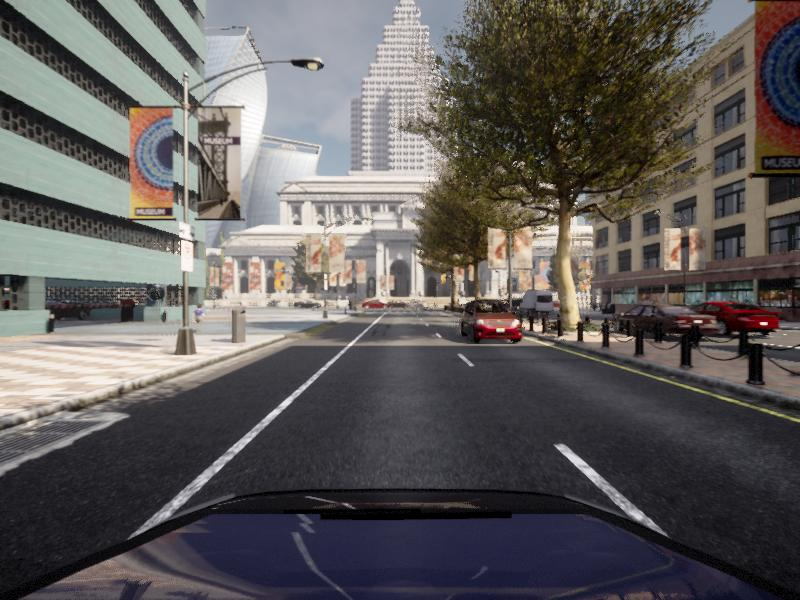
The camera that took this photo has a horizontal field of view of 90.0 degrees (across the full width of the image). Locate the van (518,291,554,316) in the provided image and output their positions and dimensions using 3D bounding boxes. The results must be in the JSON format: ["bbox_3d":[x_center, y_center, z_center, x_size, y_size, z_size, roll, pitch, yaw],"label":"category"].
[{"bbox_3d":[14.958,0.329,44.271,1.988,2.561,5.915,0,0,0],"label":"van"}]

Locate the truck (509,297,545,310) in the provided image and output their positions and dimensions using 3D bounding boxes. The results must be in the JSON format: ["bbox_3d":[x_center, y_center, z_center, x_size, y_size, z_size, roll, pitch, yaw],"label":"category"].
[{"bbox_3d":[21.921,0.548,68.814,6.274,2.098,2.390,0,0,-31],"label":"truck"}]

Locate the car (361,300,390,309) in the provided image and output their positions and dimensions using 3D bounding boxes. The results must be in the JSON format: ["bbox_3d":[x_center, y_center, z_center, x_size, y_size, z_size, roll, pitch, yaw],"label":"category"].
[{"bbox_3d":[-4.204,0.832,70.243,5.008,1.535,1.882,0,0,0],"label":"car"}]

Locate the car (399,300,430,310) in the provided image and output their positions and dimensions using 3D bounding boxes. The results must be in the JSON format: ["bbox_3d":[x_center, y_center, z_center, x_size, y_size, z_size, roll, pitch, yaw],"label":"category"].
[{"bbox_3d":[2.571,0.867,71.473,5.027,1.651,2.152,0,0,22],"label":"car"}]

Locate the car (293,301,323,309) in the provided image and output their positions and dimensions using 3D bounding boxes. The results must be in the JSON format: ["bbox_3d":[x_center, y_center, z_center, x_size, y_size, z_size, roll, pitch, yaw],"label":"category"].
[{"bbox_3d":[-16.137,0.873,70.277,4.902,1.511,2.128,0,0,0],"label":"car"}]

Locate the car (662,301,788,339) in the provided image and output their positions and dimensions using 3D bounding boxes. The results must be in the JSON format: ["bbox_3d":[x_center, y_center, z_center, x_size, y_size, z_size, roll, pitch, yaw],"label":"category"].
[{"bbox_3d":[14.980,0.825,18.932,1.882,1.535,5.008,0,0,0],"label":"car"}]

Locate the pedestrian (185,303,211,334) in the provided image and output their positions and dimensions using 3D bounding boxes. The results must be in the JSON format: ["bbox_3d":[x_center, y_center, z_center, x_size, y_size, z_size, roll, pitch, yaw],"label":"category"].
[{"bbox_3d":[-8.735,0.767,17.305,0.751,1.300,0.751,0,0,4],"label":"pedestrian"}]

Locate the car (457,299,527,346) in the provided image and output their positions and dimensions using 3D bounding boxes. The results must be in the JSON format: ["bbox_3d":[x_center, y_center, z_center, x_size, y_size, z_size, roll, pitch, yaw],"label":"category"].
[{"bbox_3d":[3.483,0.790,15.832,1.851,1.617,3.988,0,0,0],"label":"car"}]

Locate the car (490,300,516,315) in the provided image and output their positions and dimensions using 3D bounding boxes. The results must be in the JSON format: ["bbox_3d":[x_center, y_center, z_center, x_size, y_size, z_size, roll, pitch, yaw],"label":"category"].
[{"bbox_3d":[11.454,0.794,44.835,1.851,1.617,3.988,0,0,0],"label":"car"}]

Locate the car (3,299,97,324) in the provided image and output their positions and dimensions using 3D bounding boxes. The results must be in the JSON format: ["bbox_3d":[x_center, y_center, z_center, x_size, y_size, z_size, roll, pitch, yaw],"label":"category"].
[{"bbox_3d":[-23.479,0.720,27.161,2.128,1.511,4.902,0,0,0],"label":"car"}]

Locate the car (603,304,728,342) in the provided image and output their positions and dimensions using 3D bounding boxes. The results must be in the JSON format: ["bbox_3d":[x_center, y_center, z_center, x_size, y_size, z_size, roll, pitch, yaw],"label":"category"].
[{"bbox_3d":[11.484,0.897,17.933,2.033,1.411,5.357,0,0,0],"label":"car"}]
